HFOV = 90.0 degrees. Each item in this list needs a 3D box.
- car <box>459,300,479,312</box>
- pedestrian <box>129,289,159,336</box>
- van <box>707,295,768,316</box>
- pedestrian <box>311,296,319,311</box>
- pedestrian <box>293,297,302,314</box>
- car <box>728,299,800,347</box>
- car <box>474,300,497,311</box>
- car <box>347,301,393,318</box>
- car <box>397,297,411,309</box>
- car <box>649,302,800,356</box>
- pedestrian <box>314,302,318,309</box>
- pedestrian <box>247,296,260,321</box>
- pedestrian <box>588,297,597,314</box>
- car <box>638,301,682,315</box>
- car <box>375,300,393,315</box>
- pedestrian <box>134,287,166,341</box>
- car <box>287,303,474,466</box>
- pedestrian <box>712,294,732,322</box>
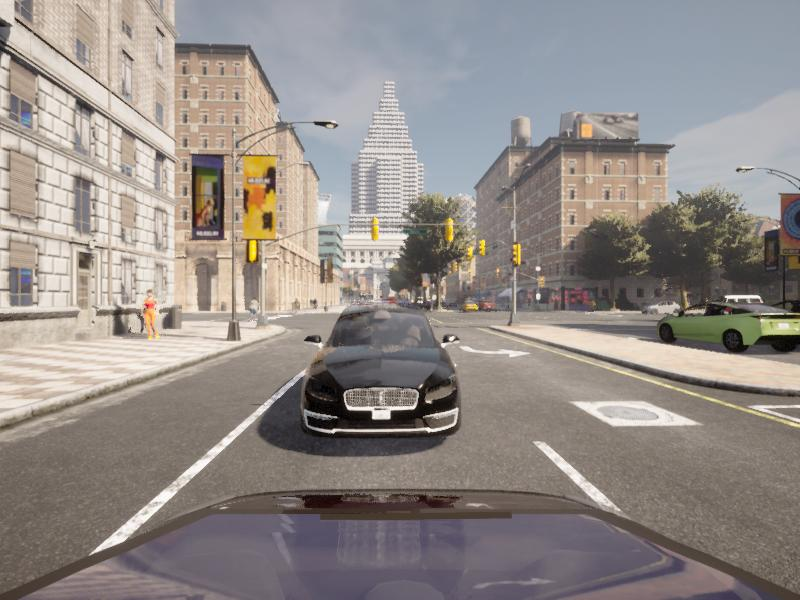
[{"bbox_3d":[9.332,0.801,54.585,1.801,1.575,5.366,0,0,1],"label":"car"},{"bbox_3d":[-10.373,0.485,16.209,0.751,1.860,0.751,0,0,-4],"label":"pedestrian"},{"bbox_3d":[34.094,0.571,40.461,4.480,2.038,2.069,0,0,-2],"label":"van"},{"bbox_3d":[-10.648,0.485,50.075,0.751,1.860,0.751,0,0,8],"label":"pedestrian"},{"bbox_3d":[-11.451,0.637,44.660,0.751,1.860,0.751,0,0,-1],"label":"pedestrian"},{"bbox_3d":[14.424,0.788,14.428,1.851,1.617,3.988,0,0,-2],"label":"car"},{"bbox_3d":[12.649,0.781,59.653,2.152,1.651,5.027,0,0,-2],"label":"car"},{"bbox_3d":[-2.796,0.853,37.526,3.806,1.475,1.970,0,0,19],"label":"car"},{"bbox_3d":[0.667,0.572,71.777,2.150,2.045,5.566,0,0,-2],"label":"car"},{"bbox_3d":[10.942,0.828,13.624,2.007,1.525,4.514,0,0,-2],"label":"car"},{"bbox_3d":[-13.326,0.865,63.250,0.500,1.100,0.500,0,0,-1],"label":"pedestrian"},{"bbox_3d":[-11.050,0.637,30.226,0.751,1.860,0.751,0,0,-1],"label":"pedestrian"},{"bbox_3d":[21.949,0.637,45.650,0.751,1.860,0.751,0,0,7],"label":"pedestrian"},{"bbox_3d":[28.377,0.827,43.710,3.633,1.501,1.845,0,0,-3],"label":"car"},{"bbox_3d":[-1.754,0.823,44.195,1.882,1.535,5.008,0,0,-2],"label":"car"},{"bbox_3d":[-8.879,0.485,14.233,0.751,1.860,0.751,0,0,-14],"label":"pedestrian"},{"bbox_3d":[-0.275,0.842,6.371,1.837,1.490,4.892,0,1,-2],"label":"car"},{"bbox_3d":[21.783,0.537,27.108,0.751,1.860,0.751,0,0,-2],"label":"pedestrian"}]
